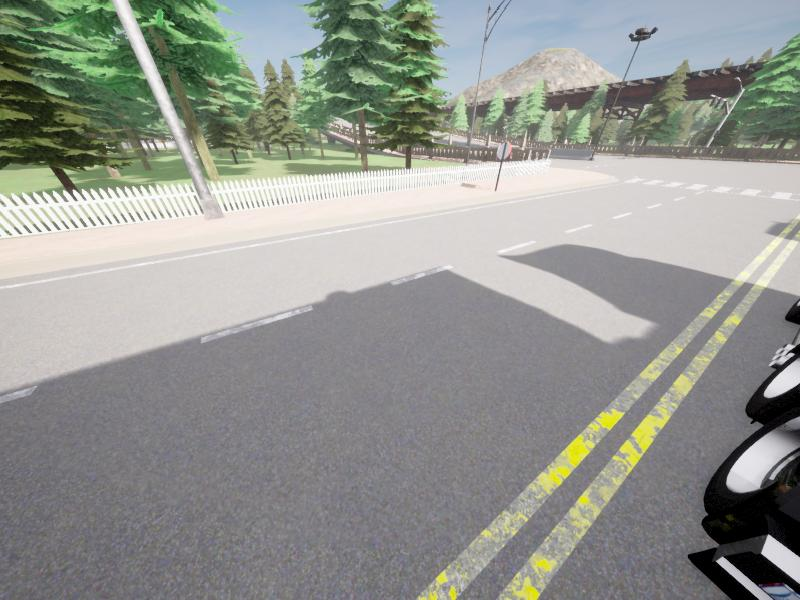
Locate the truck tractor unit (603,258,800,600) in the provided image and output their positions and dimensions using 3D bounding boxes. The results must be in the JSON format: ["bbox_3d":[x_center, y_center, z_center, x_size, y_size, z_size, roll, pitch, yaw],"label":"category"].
[{"bbox_3d":[5.098,-0.313,0.797,6.516,4.208,3.053,-19,39,-25],"label":"truck tractor unit"}]
